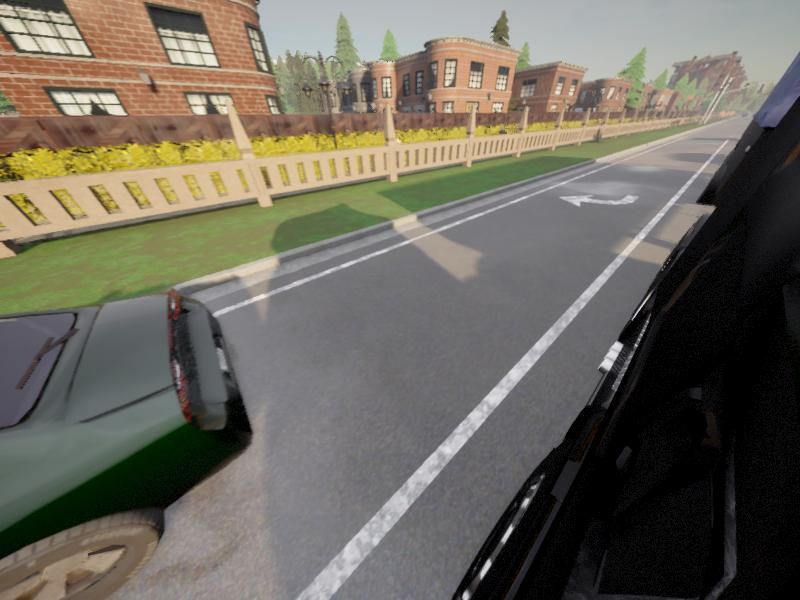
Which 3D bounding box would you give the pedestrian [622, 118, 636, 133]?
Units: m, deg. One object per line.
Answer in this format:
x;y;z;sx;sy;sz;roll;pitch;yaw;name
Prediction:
36.056;-27.567;36.416;0.751;1.860;0.751;-28;44;-29;pedestrian

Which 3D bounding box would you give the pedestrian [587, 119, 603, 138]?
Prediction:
24.589;-21.566;29.083;0.751;1.860;0.751;-29;44;-30;pedestrian

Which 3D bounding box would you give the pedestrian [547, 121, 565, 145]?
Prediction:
15.431;-16.489;22.856;0.751;1.860;0.751;-29;44;-30;pedestrian

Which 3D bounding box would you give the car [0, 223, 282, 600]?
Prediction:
-3.523;1.351;0.768;4.974;1.542;2.038;-28;44;-30;car

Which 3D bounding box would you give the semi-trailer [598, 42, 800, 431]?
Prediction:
8.695;-3.600;4.240;14.254;4.402;2.717;-28;44;-30;semi-trailer

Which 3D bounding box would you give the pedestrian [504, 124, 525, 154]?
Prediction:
8.794;-12.426;17.831;0.751;1.860;0.751;-27;43;-29;pedestrian

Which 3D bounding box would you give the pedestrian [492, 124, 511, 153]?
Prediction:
8.081;-12.907;18.513;0.751;1.860;0.751;-29;44;-30;pedestrian

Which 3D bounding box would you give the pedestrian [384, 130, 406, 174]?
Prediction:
-0.239;-7.812;12.213;0.751;1.860;0.751;24;44;31;pedestrian

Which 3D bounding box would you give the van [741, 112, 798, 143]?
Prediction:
32.272;-15.137;20.257;4.442;1.987;1.775;-27;43;-29;van

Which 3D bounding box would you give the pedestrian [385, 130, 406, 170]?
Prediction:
-0.236;-8.511;13.145;0.751;1.860;0.751;-29;44;-31;pedestrian

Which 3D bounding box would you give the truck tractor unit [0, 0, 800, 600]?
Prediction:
2.645;-0.295;0.351;6.516;4.208;3.053;-28;44;-30;truck tractor unit

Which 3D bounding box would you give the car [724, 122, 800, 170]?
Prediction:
19.031;-7.971;11.790;5.027;1.651;2.152;-28;44;-30;car
